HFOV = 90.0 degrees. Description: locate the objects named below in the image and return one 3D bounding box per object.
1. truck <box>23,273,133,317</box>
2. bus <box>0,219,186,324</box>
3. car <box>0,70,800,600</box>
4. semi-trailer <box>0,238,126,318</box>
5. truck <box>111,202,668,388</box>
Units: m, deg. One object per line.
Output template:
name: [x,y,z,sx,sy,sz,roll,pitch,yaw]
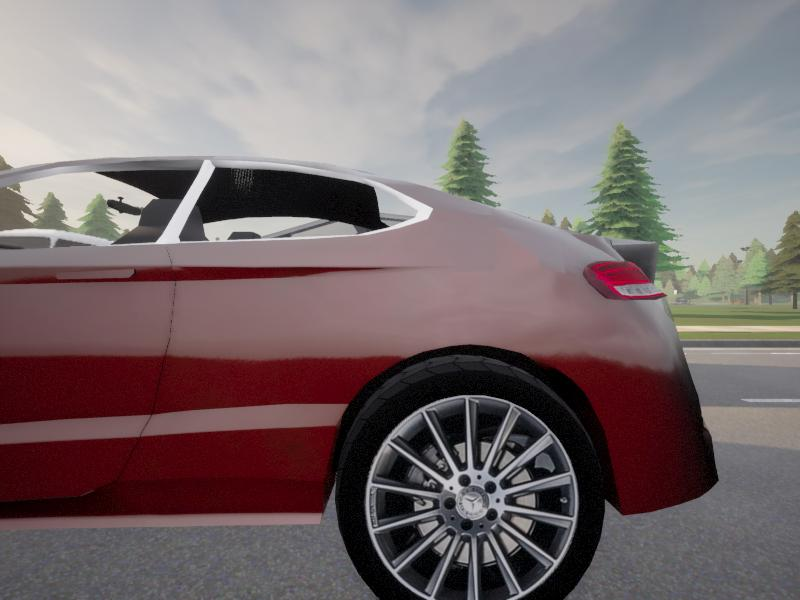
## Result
truck: [-19.827,-0.262,25.062,2.627,2.467,5.204,0,0,1]
bus: [-16.250,-1.149,21.408,3.944,4.253,10.273,0,0,1]
car: [-1.307,0.179,2.200,5.027,1.651,2.152,0,0,0]
semi-trailer: [-23.327,-1.238,24.806,2.717,4.402,14.254,0,0,1]
truck: [-0.117,-0.058,5.701,6.274,2.098,2.390,0,0,0]
